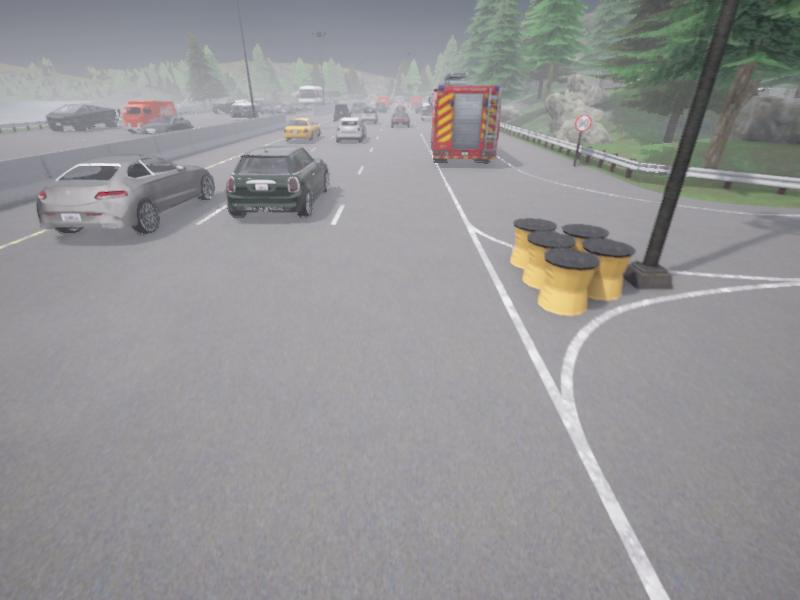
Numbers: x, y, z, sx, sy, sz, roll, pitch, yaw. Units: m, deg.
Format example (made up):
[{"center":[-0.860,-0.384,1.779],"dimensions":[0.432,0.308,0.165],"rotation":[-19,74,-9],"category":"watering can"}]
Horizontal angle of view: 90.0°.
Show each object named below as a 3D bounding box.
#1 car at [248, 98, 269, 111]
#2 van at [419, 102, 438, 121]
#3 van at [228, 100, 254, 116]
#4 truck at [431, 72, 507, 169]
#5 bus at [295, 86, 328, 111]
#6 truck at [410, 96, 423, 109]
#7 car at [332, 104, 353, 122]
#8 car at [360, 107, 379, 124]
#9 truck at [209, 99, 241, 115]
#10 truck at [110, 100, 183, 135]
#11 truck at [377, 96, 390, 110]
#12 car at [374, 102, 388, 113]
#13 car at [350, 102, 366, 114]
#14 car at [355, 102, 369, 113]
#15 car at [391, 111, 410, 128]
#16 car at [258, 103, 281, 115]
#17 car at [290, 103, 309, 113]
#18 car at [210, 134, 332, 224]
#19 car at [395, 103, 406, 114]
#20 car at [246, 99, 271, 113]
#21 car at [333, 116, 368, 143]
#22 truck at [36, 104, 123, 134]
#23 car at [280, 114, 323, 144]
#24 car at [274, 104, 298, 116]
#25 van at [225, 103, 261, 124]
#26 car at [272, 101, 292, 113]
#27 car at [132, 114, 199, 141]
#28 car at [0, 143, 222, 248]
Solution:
[{"center":[-27.911,-38.688,79.110],"dimensions":[2.150,2.045,5.566],"rotation":[0,27,0],"category":"car"},{"center":[3.558,-23.778,50.429],"dimensions":[2.069,2.038,4.480],"rotation":[0,27,0],"category":"van"},{"center":[-24.429,-29.752,61.835],"dimensions":[2.069,2.038,4.480],"rotation":[0,27,0],"category":"van"},{"center":[3.185,-9.626,21.088],"dimensions":[2.891,3.827,8.468],"rotation":[2,27,3],"category":"truck"},{"center":[-17.286,-39.922,79.148],"dimensions":[3.944,4.253,10.273],"rotation":[0,27,0],"category":"bus"},{"center":[3.590,-43.569,88.290],"dimensions":[2.627,2.467,5.204],"rotation":[0,27,0],"category":"truck"},{"center":[-6.944,-22.699,48.445],"dimensions":[1.905,1.878,3.866],"rotation":[0,27,0],"category":"car"},{"center":[-3.446,-21.023,45.531],"dimensions":[1.851,1.617,3.988],"rotation":[0,27,0],"category":"car"},{"center":[-27.927,-31.013,64.178],"dimensions":[2.390,2.098,6.274],"rotation":[0,27,0],"category":"truck"},{"center":[-21.069,-15.455,33.699],"dimensions":[2.627,2.467,5.204],"rotation":[0,27,-1],"category":"truck"},{"center":[-3.407,-41.861,84.939],"dimensions":[2.627,2.467,5.204],"rotation":[0,27,0],"category":"truck"},{"center":[-3.421,-34.262,71.246],"dimensions":[2.242,1.667,4.611],"rotation":[0,27,0],"category":"car"},{"center":[-6.924,-31.844,66.392],"dimensions":[2.242,1.667,4.611],"rotation":[0,27,0],"category":"car"},{"center":[-6.918,-35.071,72.668],"dimensions":[2.033,1.649,4.856],"rotation":[0,27,0],"category":"car"},{"center":[0.047,-18.697,41.388],"dimensions":[1.895,1.301,4.718],"rotation":[0,27,0],"category":"car"},{"center":[-20.928,-30.762,64.295],"dimensions":[2.038,1.542,4.974],"rotation":[0,27,0],"category":"car"},{"center":[-17.424,-33.418,69.659],"dimensions":[2.033,1.411,5.357],"rotation":[0,27,0],"category":"car"},{"center":[-3.482,-3.801,11.977],"dimensions":[2.097,1.767,4.553],"rotation":[0,27,0],"category":"car"},{"center":[0.076,-32.664,68.172],"dimensions":[1.882,1.535,5.008],"rotation":[0,27,0],"category":"car"},{"center":[-24.421,-33.580,69.242],"dimensions":[2.150,2.045,5.566],"rotation":[0,27,0],"category":"car"},{"center":[-3.465,-12.234,28.656],"dimensions":[1.970,1.475,3.806],"rotation":[0,27,0],"category":"car"},{"center":[-27.956,-16.116,35.337],"dimensions":[2.390,2.098,6.274],"rotation":[0,27,0],"category":"truck"},{"center":[-6.965,-12.409,28.858],"dimensions":[1.801,1.575,5.366],"rotation":[0,27,0],"category":"car"},{"center":[-17.431,-29.206,61.422],"dimensions":[2.128,1.511,4.902],"rotation":[0,27,0],"category":"car"},{"center":[-17.452,-20.943,44.820],"dimensions":[2.069,2.038,4.480],"rotation":[0,27,0],"category":"van"},{"center":[-20.920,-34.272,70.879],"dimensions":[2.097,1.767,4.553],"rotation":[0,27,0],"category":"car"},{"center":[-17.463,-13.061,30.128],"dimensions":[2.128,1.511,4.902],"rotation":[0,27,0],"category":"car"},{"center":[-6.986,-3.033,10.655],"dimensions":[2.152,1.651,5.027],"rotation":[0,27,0],"category":"car"}]
